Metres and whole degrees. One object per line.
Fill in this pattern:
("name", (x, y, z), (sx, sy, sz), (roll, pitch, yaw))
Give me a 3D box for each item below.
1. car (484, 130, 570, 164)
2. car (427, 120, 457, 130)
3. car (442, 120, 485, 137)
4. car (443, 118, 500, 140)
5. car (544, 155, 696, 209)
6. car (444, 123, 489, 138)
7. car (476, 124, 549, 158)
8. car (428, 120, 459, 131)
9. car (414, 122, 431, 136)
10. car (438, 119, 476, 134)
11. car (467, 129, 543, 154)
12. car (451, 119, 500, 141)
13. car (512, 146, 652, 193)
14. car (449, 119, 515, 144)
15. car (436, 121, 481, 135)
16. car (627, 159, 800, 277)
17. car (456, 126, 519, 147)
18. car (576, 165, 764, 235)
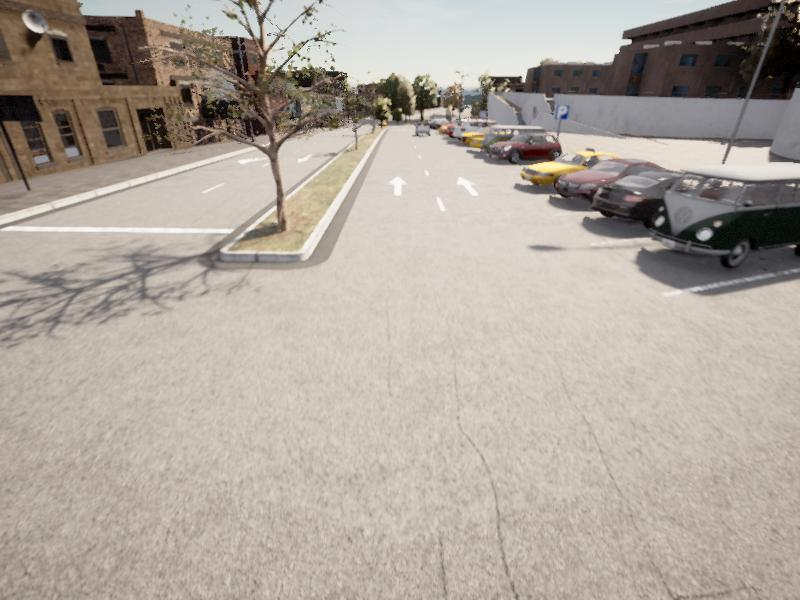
("car", (7.962, -9.731, 25.336), (4.553, 1.767, 2.185), (-8, 28, -19))
("car", (7.656, -32.293, 73.899), (5.008, 1.535, 2.097), (-7, 26, -19))
("car", (7.824, -21.281, 49.517), (4.553, 1.767, 2.185), (-7, 27, -19))
("car", (7.803, -18.851, 44.053), (5.566, 2.045, 2.435), (-8, 27, -19))
("car", (7.990, -4.403, 14.668), (4.674, 1.452, 2.002), (-8, 28, -19))
("car", (7.809, -19.864, 46.884), (4.674, 1.452, 2.002), (-8, 27, -19))
("car", (7.812, -11.096, 27.926), (4.442, 1.987, 1.878), (-8, 28, -19))
("car", (7.668, -31.082, 71.196), (5.008, 1.535, 2.097), (-7, 26, -19))
("car", (2.727, -20.946, 48.934), (1.845, 1.501, 3.633), (1, 25, -1))
("car", (7.795, -23.794, 54.912), (4.553, 1.767, 2.185), (-7, 26, -19))
("car", (8.071, -12.231, 30.811), (5.366, 1.575, 1.946), (-8, 27, -19))
("car", (7.735, -17.543, 41.349), (4.442, 1.987, 1.878), (-8, 27, -19))
("car", (7.801, -5.712, 17.271), (5.366, 1.575, 1.946), (-8, 28, -19))
("car", (7.883, -16.306, 38.702), (5.566, 2.045, 2.435), (-8, 27, -19))
("car", (7.604, -22.401, 52.189), (5.366, 1.575, 1.946), (-7, 27, -19))
("car", (7.916, -2.040, 9.148), (4.442, 1.987, 1.878), (-8, 28, -19))
("car", (7.873, -14.786, 36.113), (5.008, 1.535, 2.097), (-8, 27, -19))
("car", (7.998, -3.112, 11.989), (4.674, 1.452, 2.002), (-8, 27, -19))
